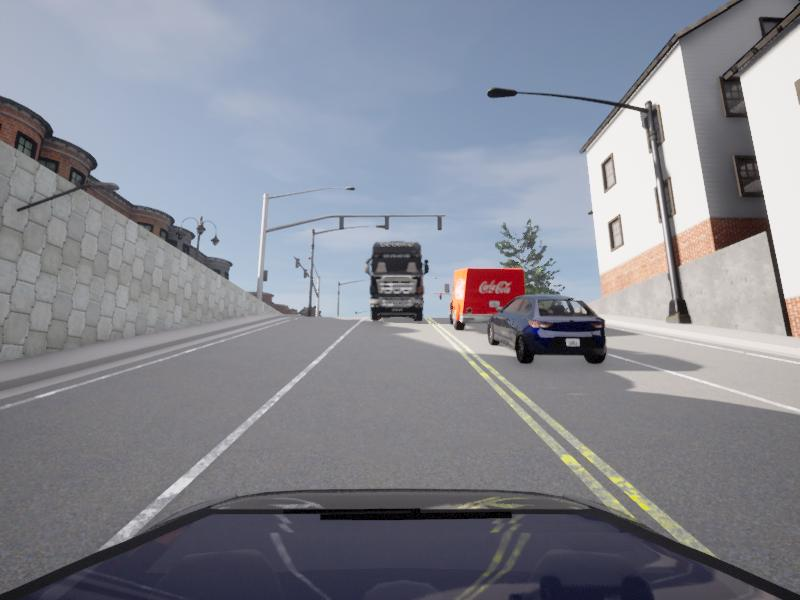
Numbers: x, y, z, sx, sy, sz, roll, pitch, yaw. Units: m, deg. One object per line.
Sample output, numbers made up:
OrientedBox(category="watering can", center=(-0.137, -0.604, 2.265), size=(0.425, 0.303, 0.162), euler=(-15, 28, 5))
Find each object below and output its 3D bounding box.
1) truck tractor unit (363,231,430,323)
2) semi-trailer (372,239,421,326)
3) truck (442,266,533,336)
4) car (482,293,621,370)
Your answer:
OrientedBox(category="truck tractor unit", center=(-0.173, -1.053, 21.480), size=(3.053, 4.208, 6.516), euler=(0, 0, 0))
OrientedBox(category="semi-trailer", center=(-0.241, -0.554, 29.487), size=(2.717, 4.402, 14.254), euler=(0, -6, 0))
OrientedBox(category="truck", center=(3.406, -0.042, 16.982), size=(2.627, 2.467, 5.204), euler=(1, 2, 0))
OrientedBox(category="car", center=(3.420, 0.592, 9.996), size=(1.816, 1.474, 4.193), euler=(1, 1, 0))
